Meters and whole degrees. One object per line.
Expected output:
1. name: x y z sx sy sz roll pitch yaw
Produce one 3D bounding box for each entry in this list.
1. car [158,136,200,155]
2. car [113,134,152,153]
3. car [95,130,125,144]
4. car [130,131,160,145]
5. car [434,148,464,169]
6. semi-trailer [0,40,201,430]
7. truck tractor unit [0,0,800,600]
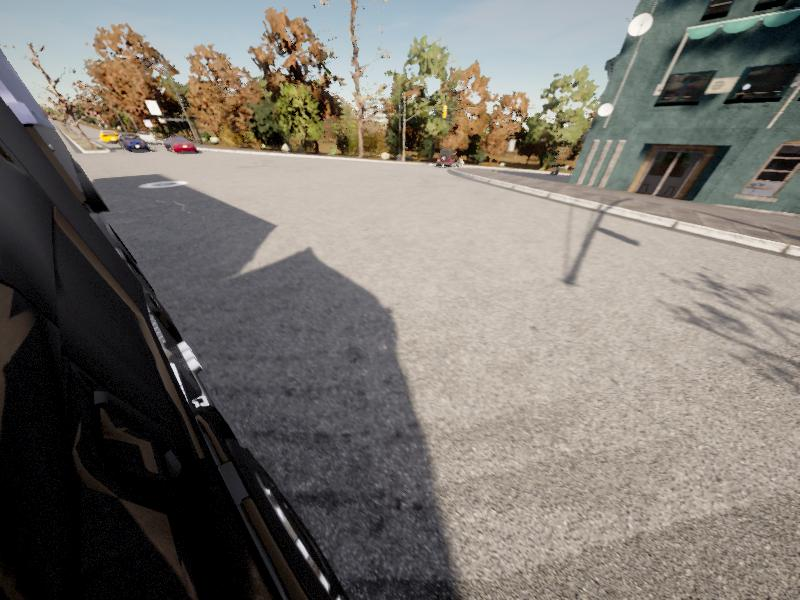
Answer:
1. car: -23.202 -16.310 24.239 4.181 1.385 1.994 28 44 30
2. car: -28.382 -16.683 24.488 4.193 1.474 1.816 27 44 31
3. car: -42.604 -23.971 33.905 5.008 1.535 1.882 27 44 30
4. car: -36.162 -23.008 32.775 3.633 1.501 1.845 27 44 31
5. car: 6.022 -17.119 28.083 1.905 1.878 3.866 22 35 26
6. semi-trailer: -8.716 -3.477 4.374 14.254 4.402 2.717 27 43 31
7. truck tractor unit: -2.645 -0.295 0.351 6.516 4.208 3.053 28 44 30
